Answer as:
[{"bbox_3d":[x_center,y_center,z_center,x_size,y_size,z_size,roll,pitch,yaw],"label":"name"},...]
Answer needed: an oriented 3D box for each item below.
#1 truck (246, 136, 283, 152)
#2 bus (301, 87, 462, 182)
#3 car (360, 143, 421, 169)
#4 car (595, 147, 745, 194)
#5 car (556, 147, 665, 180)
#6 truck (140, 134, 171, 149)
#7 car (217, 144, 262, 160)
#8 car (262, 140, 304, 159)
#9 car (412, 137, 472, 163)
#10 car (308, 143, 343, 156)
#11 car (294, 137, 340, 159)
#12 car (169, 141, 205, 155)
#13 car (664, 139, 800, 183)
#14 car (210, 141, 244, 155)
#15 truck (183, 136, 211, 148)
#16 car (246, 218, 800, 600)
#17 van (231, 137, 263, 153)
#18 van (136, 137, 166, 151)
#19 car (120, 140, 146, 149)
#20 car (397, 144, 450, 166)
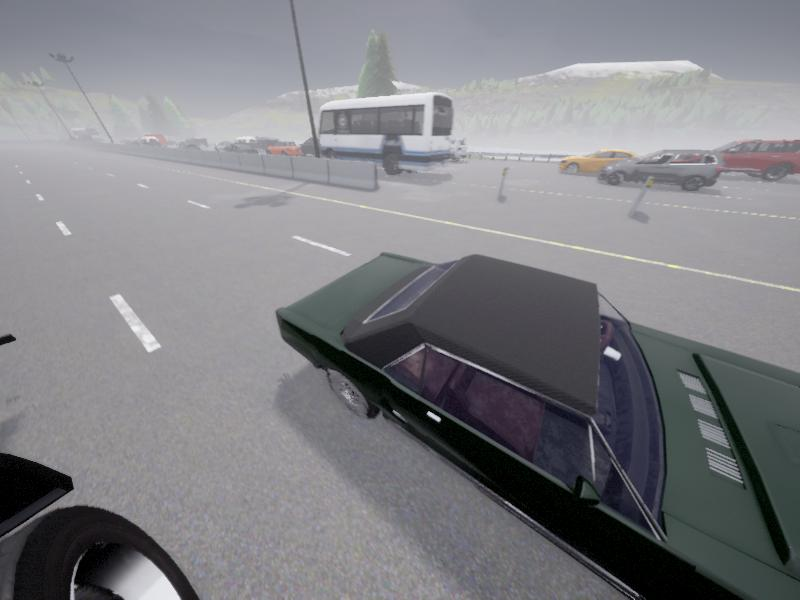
[{"bbox_3d":[-23.351,-26.956,39.878,6.274,2.098,2.390,22,41,28],"label":"truck"},{"bbox_3d":[-1.572,-11.507,16.356,10.273,4.253,3.944,22,41,27],"label":"bus"},{"bbox_3d":[-0.880,-12.723,20.318,5.027,1.651,2.152,22,41,28],"label":"car"},{"bbox_3d":[13.474,-6.941,12.156,4.611,1.667,2.242,22,41,28],"label":"car"},{"bbox_3d":[13.715,-9.266,15.531,5.008,1.535,1.882,22,41,28],"label":"car"},{"bbox_3d":[-51.755,-33.639,48.949,5.204,2.467,2.627,22,41,28],"label":"truck"},{"bbox_3d":[-18.829,-17.412,27.101,5.357,1.411,2.033,22,41,28],"label":"car"},{"bbox_3d":[-14.087,-18.134,27.766,4.553,1.767,2.097,22,41,28],"label":"car"},{"bbox_3d":[4.261,-15.772,24.224,5.566,2.045,2.150,22,41,28],"label":"car"},{"bbox_3d":[-10.603,-21.477,32.879,4.718,1.301,1.895,22,41,28],"label":"car"},{"bbox_3d":[-10.433,-19.235,29.092,5.566,2.045,2.150,22,41,28],"label":"car"},{"bbox_3d":[-31.681,-22.654,34.361,4.902,1.511,2.128,22,41,28],"label":"car"},{"bbox_3d":[21.304,-8.883,14.551,5.566,2.045,2.150,22,41,28],"label":"car"},{"bbox_3d":[-25.897,-22.803,34.546,4.974,1.542,2.038,22,41,28],"label":"car"},{"bbox_3d":[-46.835,-36.454,53.210,6.274,2.098,2.390,22,41,28],"label":"truck"},{"bbox_3d":[1.151,0.615,1.896,4.718,1.301,1.895,22,41,28],"label":"car"},{"bbox_3d":[-24.655,-24.984,37.165,4.480,2.038,2.069,22,41,28],"label":"van"},{"bbox_3d":[-45.005,-28.256,41.772,4.480,2.038,2.069,22,41,28],"label":"van"},{"bbox_3d":[-55.154,-32.117,47.704,4.902,1.511,2.128,22,41,28],"label":"car"},{"bbox_3d":[2.170,-13.929,22.088,4.514,1.525,2.007,22,41,28],"label":"car"}]
